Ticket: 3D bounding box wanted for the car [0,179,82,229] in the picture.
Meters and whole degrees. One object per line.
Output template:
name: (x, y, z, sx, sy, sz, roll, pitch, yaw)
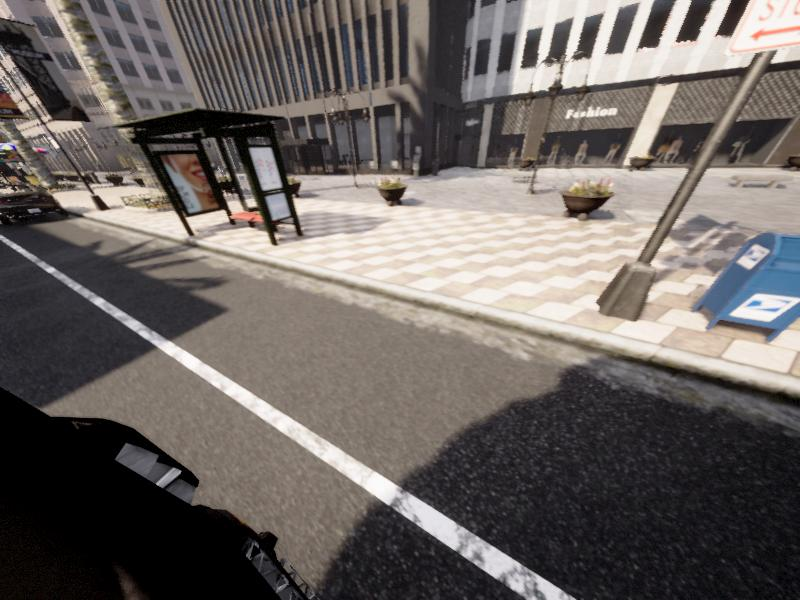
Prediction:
car: (-17.955, -4.644, 10.828, 4.892, 1.521, 2.231, 15, 37, 24)
